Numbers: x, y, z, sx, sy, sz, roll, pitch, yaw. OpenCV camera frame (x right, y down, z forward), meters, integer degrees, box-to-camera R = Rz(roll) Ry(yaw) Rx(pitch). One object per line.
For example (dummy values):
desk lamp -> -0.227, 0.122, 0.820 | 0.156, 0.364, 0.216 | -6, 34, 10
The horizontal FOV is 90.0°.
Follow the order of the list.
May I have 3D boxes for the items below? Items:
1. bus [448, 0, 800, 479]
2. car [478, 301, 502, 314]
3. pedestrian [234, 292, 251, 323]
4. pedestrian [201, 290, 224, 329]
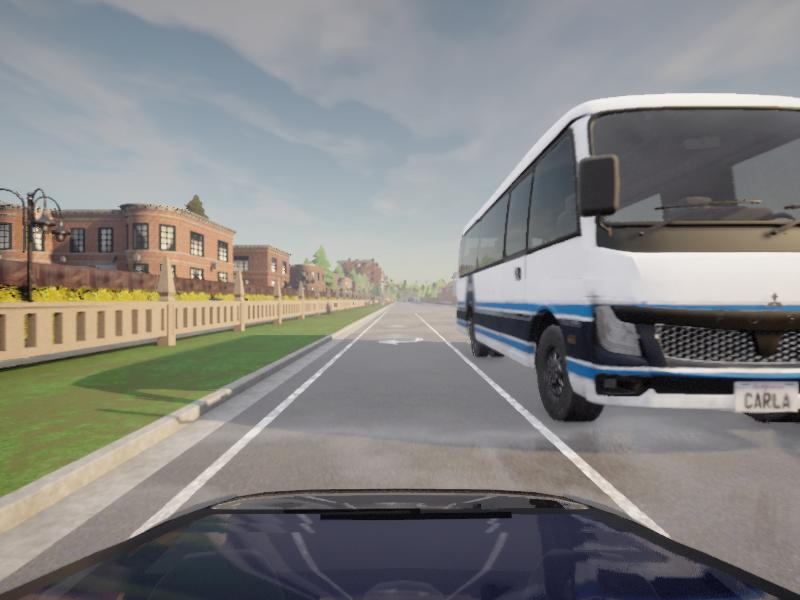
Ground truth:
bus -> 3.622, -0.542, 8.683 | 3.944, 4.253, 10.273 | 0, 0, 0
car -> 10.502, 0.814, 46.734 | 1.970, 1.475, 3.806 | 0, 0, 0
pedestrian -> -9.870, 0.463, 25.053 | 0.751, 1.860, 0.751 | 0, 0, -1
pedestrian -> -9.211, 0.468, 19.656 | 0.751, 1.860, 0.751 | 0, 0, 0
